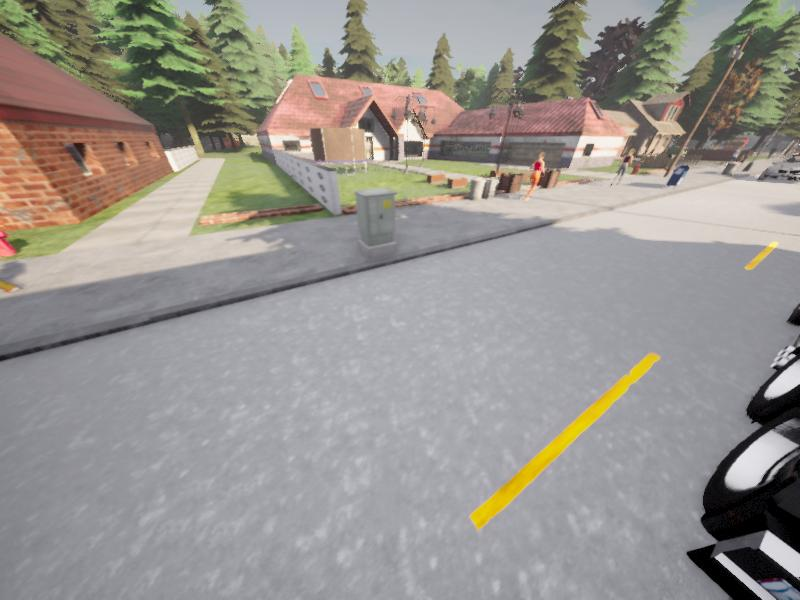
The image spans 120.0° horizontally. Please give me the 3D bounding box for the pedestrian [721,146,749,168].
[{"bbox_3d":[34.399,-14.721,23.736,0.751,1.860,0.751,-17,39,-24],"label":"pedestrian"}]

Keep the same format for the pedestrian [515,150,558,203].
[{"bbox_3d":[5.676,-5.188,9.698,0.751,1.860,0.751,-17,38,-23],"label":"pedestrian"}]

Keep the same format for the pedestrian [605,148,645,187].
[{"bbox_3d":[12.686,-7.489,13.088,0.751,1.860,0.751,-19,39,-26],"label":"pedestrian"}]

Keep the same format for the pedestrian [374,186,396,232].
[{"bbox_3d":[-0.413,-2.538,6.483,0.500,1.100,0.500,-6,35,-9],"label":"pedestrian"}]

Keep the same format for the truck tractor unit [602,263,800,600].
[{"bbox_3d":[5.116,-0.293,0.796,6.516,4.208,3.053,-18,39,-24],"label":"truck tractor unit"}]

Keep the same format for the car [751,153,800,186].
[{"bbox_3d":[27.341,-9.071,15.915,4.611,1.667,2.242,-17,38,-23],"label":"car"}]

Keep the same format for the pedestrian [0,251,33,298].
[{"bbox_3d":[-6.745,-0.572,3.584,0.500,1.100,0.500,-15,38,-21],"label":"pedestrian"}]
